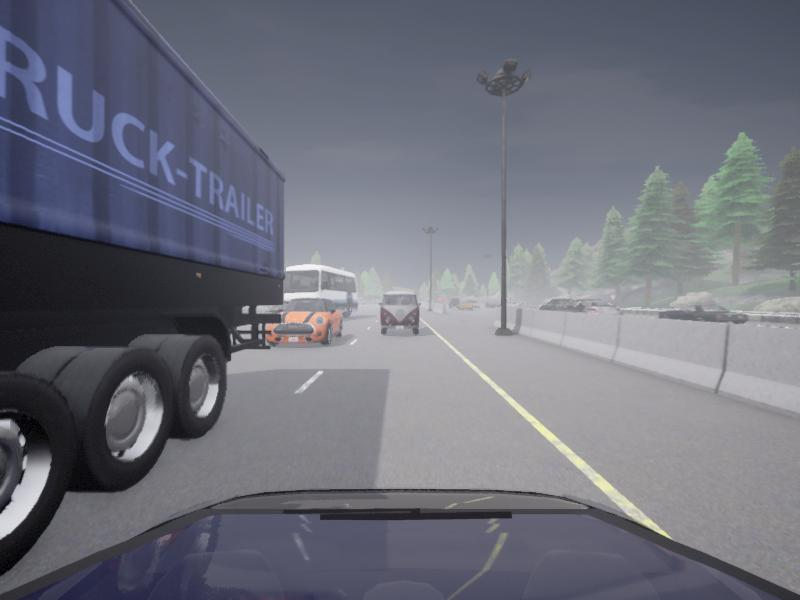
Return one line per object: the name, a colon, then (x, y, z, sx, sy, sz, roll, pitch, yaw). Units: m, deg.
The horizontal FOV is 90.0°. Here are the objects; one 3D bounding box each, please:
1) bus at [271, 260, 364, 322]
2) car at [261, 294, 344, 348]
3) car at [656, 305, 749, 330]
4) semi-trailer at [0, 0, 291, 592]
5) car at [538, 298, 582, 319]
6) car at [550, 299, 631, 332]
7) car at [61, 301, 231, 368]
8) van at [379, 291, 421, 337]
bus: (-6.311, -0.525, 33.114, 3.944, 4.253, 10.273, -1, -1, 10)
car: (-3.501, 0.696, 15.373, 2.097, 1.767, 4.553, 0, 0, 0)
car: (17.495, 0.948, 23.481, 1.895, 1.301, 4.718, 0, 0, 0)
semi-trailer: (-3.525, -0.617, 0.859, 2.717, 4.402, 14.254, 0, 0, 0)
car: (13.996, 0.700, 35.330, 2.097, 1.767, 4.553, 0, 0, 0)
car: (10.497, 0.785, 22.586, 2.152, 1.651, 5.027, 0, 0, 0)
car: (-7.002, 0.825, 11.869, 1.882, 1.535, 5.008, 0, 0, 0)
van: (-0.003, 0.605, 19.281, 1.775, 1.987, 4.442, 0, 0, 0)
